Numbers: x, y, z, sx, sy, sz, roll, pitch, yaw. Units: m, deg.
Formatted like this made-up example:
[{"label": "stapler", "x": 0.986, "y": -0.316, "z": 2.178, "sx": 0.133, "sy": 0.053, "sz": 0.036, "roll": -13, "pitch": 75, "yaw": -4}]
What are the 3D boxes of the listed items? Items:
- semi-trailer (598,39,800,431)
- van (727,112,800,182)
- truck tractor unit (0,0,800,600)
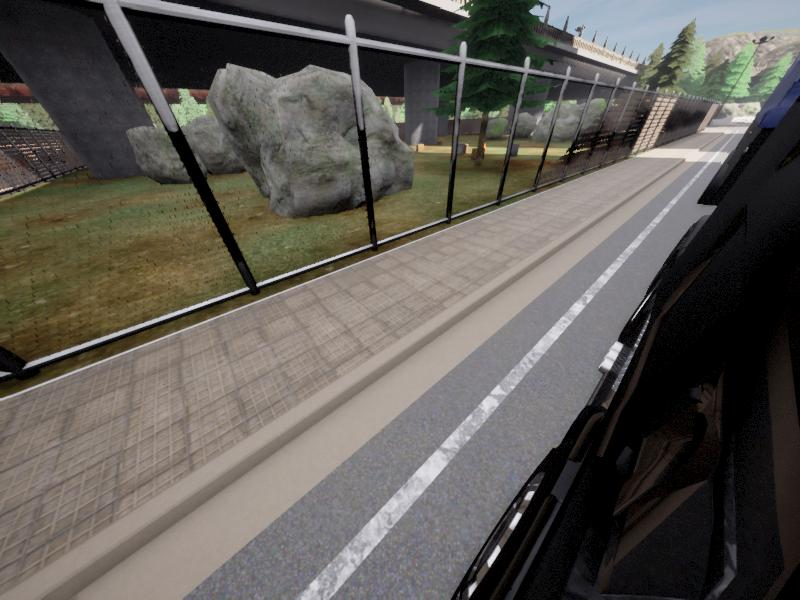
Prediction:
[{"label": "semi-trailer", "x": 8.700, "y": -3.607, "z": 4.221, "sx": 14.254, "sy": 4.402, "sz": 2.717, "roll": -28, "pitch": 44, "yaw": -30}, {"label": "van", "x": 15.939, "y": -6.346, "z": 9.420, "sx": 4.480, "sy": 2.038, "sz": 2.069, "roll": -26, "pitch": 43, "yaw": -29}, {"label": "truck tractor unit", "x": 2.645, "y": -0.295, "z": 0.351, "sx": 6.516, "sy": 4.208, "sz": 3.053, "roll": -28, "pitch": 44, "yaw": -30}]
